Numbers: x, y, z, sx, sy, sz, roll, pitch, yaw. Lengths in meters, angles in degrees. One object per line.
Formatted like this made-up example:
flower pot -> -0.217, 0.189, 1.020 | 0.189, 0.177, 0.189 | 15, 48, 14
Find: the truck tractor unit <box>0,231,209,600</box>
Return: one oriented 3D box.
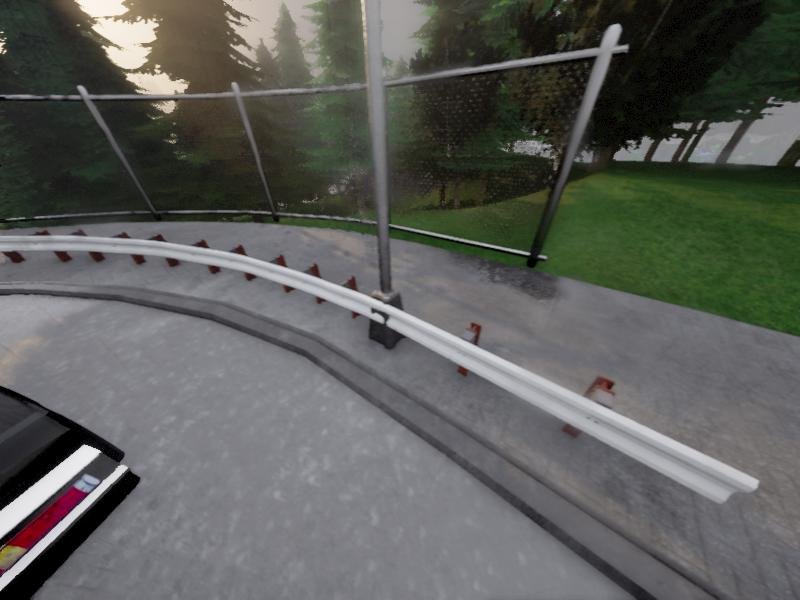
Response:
truck tractor unit -> -5.317, -0.002, 0.362 | 6.516, 4.208, 3.053 | 8, 36, 11
